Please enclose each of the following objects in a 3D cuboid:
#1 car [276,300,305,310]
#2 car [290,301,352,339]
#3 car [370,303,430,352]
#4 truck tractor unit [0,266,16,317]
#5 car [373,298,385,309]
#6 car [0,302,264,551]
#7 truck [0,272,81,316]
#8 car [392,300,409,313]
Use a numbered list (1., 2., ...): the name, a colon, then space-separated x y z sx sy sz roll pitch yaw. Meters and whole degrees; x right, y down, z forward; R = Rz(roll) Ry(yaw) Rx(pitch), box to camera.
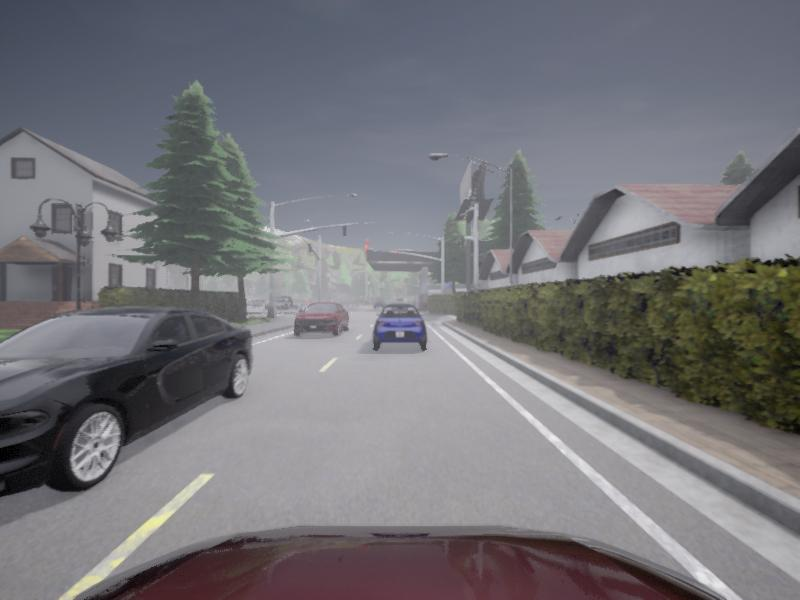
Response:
1. car: -16.176 0.677 59.084 3.806 1.475 1.970 0 0 -1
2. car: -3.498 0.814 18.626 1.882 1.535 5.008 0 0 0
3. car: 0.000 0.848 14.260 1.816 1.474 4.193 0 0 0
4. truck tractor unit: -35.985 -0.712 32.560 6.516 4.208 3.053 0 0 0
5. car: -3.492 0.615 68.003 1.905 1.878 3.866 0 0 0
6. car: -3.498 0.821 5.024 1.882 1.535 5.008 0 0 0
7. truck: -34.598 -0.530 36.579 8.468 3.827 2.891 0 0 0
8. car: 0.007 0.806 49.333 2.007 1.525 4.514 0 0 0
